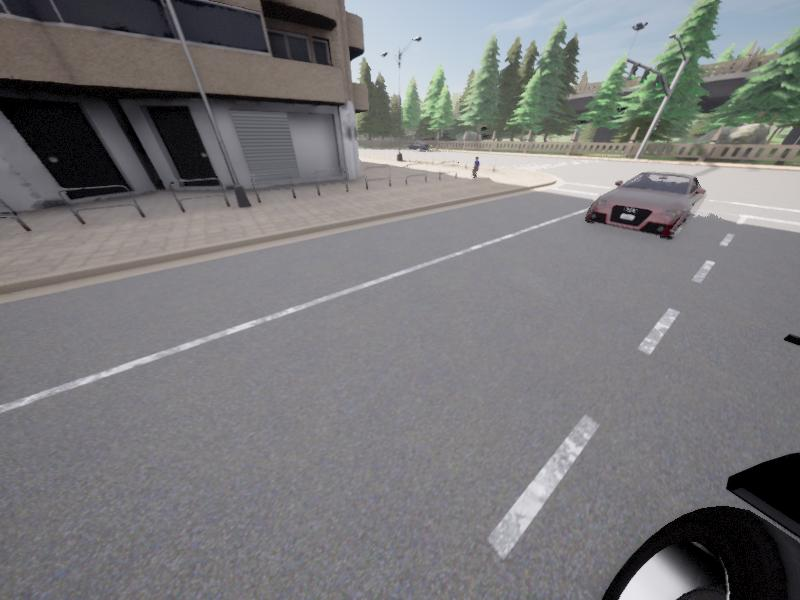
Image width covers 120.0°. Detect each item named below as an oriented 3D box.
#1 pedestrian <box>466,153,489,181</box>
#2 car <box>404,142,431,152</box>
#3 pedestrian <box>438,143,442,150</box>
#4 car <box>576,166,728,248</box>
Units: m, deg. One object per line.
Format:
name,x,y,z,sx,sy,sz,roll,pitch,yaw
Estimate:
pedestrian,4.408,-7.621,13.250,0.751,1.300,0.751,-30,45,-35
car,3.173,-28.300,42.618,1.837,1.490,4.892,-28,44,-34
pedestrian,7.522,-28.964,43.559,0.500,1.100,0.500,19,40,25
car,7.573,-3.026,6.951,4.181,1.385,1.994,-24,41,-29
